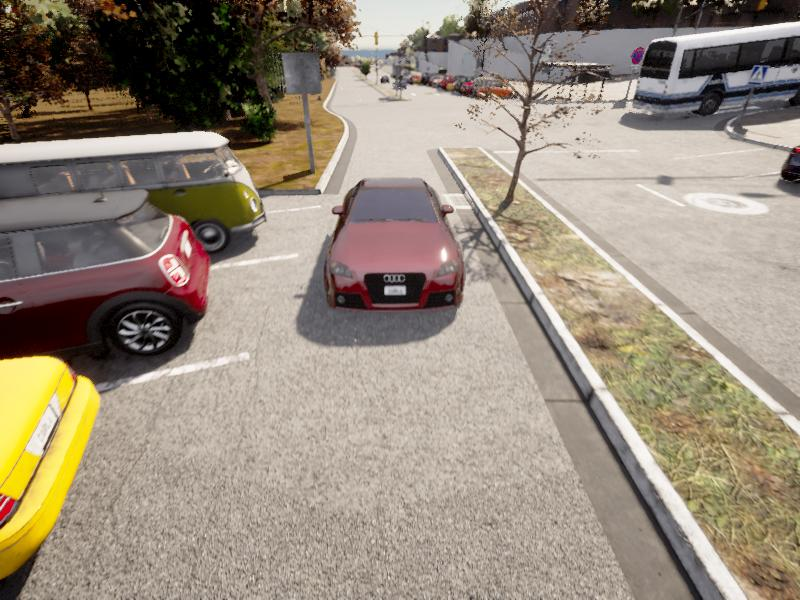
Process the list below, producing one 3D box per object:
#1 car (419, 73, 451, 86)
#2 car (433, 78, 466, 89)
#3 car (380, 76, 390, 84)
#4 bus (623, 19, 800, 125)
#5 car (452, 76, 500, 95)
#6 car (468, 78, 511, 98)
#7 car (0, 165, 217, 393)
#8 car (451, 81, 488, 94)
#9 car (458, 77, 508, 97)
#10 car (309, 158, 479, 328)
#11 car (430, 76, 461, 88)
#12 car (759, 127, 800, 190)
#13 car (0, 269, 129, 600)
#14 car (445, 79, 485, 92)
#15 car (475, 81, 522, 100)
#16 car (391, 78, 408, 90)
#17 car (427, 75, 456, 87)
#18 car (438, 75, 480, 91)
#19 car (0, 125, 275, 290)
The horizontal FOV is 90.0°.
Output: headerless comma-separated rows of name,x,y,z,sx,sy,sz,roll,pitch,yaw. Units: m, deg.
car,6.529,-41.397,75.064,5.566,2.045,2.435,-14,33,-24
car,8.012,-35.163,64.888,4.892,1.521,2.231,-14,34,-23
car,-3.358,-47.994,87.080,1.816,1.474,4.193,-4,30,-6
bus,19.875,-13.656,23.846,10.273,4.253,3.944,-7,33,-1
car,9.882,-27.849,51.922,5.566,2.045,2.435,-14,33,-23
car,10.459,-24.766,46.719,4.442,1.987,1.878,-14,34,-23
car,-4.813,-0.255,4.689,4.553,1.767,2.185,-12,32,-17
car,9.487,-29.102,54.631,4.674,1.452,2.002,-14,33,-23
car,10.192,-26.319,49.317,5.566,2.045,2.435,-14,34,-23
car,-0.119,-1.288,6.847,1.994,1.385,4.181,-1,30,-1
car,7.661,-36.783,67.404,4.553,1.767,2.185,-14,34,-24
car,13.447,-4.143,11.594,4.792,1.488,2.163,-11,32,-19
car,-4.968,1.385,2.130,5.366,1.575,1.946,-11,32,-17
car,9.289,-30.690,57.255,5.366,1.575,1.946,-14,33,-23
car,10.858,-23.184,44.226,4.553,1.767,2.185,-14,33,-23
car,-0.118,-35.414,65.510,2.033,1.411,5.357,-4,31,-7
car,7.226,-38.275,69.955,4.553,1.767,2.185,-14,33,-24
car,8.779,-32.377,59.637,5.566,2.045,2.435,-14,33,-23
car,-4.807,-1.854,7.223,4.442,1.987,1.878,-12,32,-18
